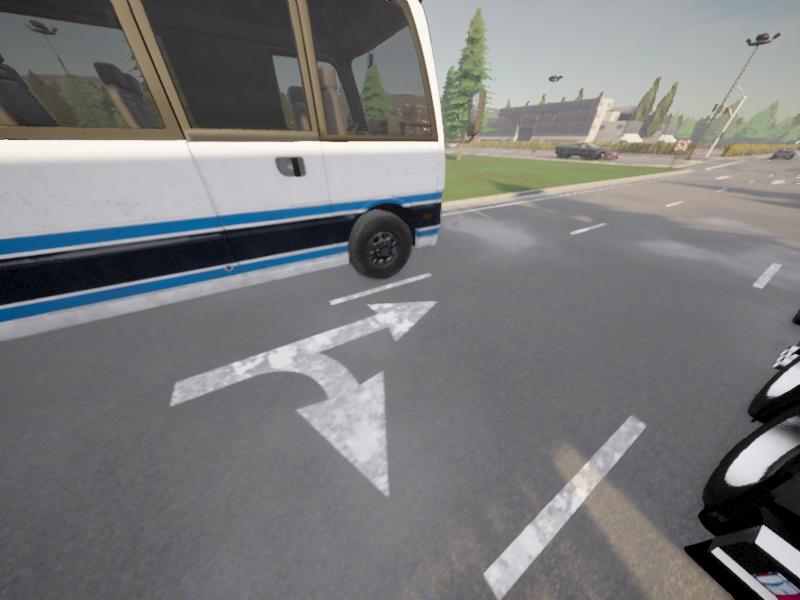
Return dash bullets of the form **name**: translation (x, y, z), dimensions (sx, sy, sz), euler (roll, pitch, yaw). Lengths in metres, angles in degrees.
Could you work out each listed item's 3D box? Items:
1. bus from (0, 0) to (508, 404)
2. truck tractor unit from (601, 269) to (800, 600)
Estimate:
- **bus**: translation (-4.093, -1.976, 3.093), dimensions (10.273, 4.253, 3.944), euler (-18, 39, -24)
- **truck tractor unit**: translation (5.125, -0.283, 0.775), dimensions (6.516, 4.208, 3.053), euler (-18, 39, -24)
